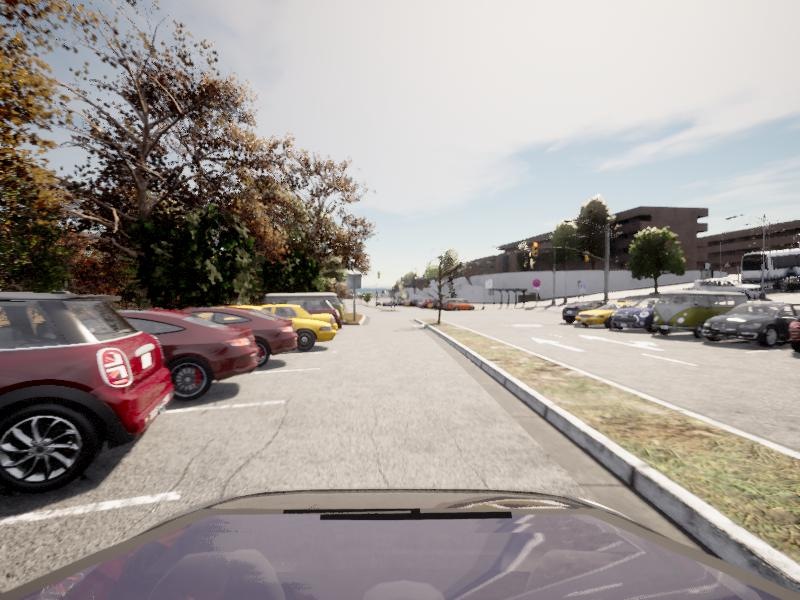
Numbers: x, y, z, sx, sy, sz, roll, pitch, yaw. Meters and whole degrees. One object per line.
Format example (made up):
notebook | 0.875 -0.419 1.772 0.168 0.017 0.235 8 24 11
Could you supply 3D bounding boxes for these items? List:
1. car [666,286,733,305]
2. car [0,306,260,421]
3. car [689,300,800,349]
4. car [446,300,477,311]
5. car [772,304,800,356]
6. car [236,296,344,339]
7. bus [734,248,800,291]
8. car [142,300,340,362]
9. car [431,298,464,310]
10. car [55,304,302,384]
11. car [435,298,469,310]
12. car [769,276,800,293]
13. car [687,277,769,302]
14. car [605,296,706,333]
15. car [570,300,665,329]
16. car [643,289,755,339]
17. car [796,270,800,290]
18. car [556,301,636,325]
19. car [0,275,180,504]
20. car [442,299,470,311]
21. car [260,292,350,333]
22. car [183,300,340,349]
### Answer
car | 28.326 -0.433 38.047 2.002 1.452 4.674 -6 4 -27
car | -4.818 0.875 6.590 4.674 1.452 2.002 -1 0 -20
car | 13.335 0.819 14.610 4.892 1.521 2.231 1 0 -22
car | 9.894 0.911 64.384 4.553 1.767 2.185 1 0 -27
car | 13.389 0.857 11.592 4.674 1.452 2.002 1 0 -21
car | -5.070 0.719 18.443 4.553 1.767 2.185 -1 0 -22
bus | 44.610 -3.634 45.631 10.273 4.253 3.944 -6 2 -8
car | -4.757 0.834 12.583 5.366 1.575 1.946 -1 0 -21
car | 8.779 0.774 73.367 5.566 2.045 2.435 1 0 -28
car | -4.864 0.877 9.550 4.674 1.452 2.002 -1 0 -21
car | 9.135 0.777 70.350 5.566 2.045 2.435 1 0 -28
car | 40.249 -1.614 39.634 2.231 1.521 4.892 -6 4 -27
car | 31.297 -1.009 38.409 2.435 2.045 5.566 -6 4 -27
car | 13.173 0.693 20.659 4.553 1.767 2.185 1 0 -22
car | 12.850 0.814 23.594 5.366 1.575 1.946 1 0 -23
car | 13.141 0.591 17.583 4.442 1.987 1.878 1 0 -22
car | 43.154 -2.125 40.109 1.878 1.987 4.442 -7 4 -27
car | 13.066 0.856 26.648 4.792 1.488 2.163 1 0 -23
car | -4.769 0.706 3.638 4.553 1.767 2.185 -1 0 -20
car | 9.449 0.806 67.328 4.442 1.987 1.878 1 0 -28
car | -5.109 0.620 21.437 4.442 1.987 1.878 -1 0 -22
car | -5.177 0.842 15.404 5.366 1.575 1.946 -1 0 -21
